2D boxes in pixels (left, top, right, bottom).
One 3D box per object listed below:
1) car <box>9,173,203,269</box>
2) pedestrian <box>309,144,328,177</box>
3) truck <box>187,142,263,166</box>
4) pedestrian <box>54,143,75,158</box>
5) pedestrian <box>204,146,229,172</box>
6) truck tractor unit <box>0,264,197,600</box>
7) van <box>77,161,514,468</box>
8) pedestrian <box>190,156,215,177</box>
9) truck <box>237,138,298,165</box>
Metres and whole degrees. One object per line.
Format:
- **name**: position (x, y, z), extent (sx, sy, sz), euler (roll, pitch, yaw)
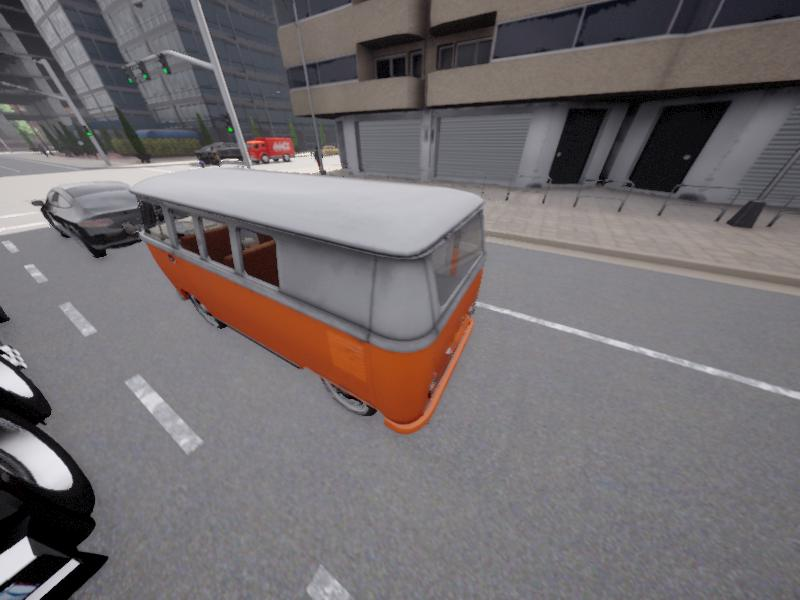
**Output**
- **car**: position (-7.849, -2.368, 6.194), extent (4.674, 1.442, 1.812), euler (18, 39, 24)
- **pedestrian**: position (-5.536, -9.538, 15.791), extent (0.751, 1.860, 0.751), euler (-2, 35, -2)
- **truck**: position (-19.911, -17.026, 26.758), extent (2.390, 2.098, 6.274), euler (19, 39, 25)
- **pedestrian**: position (-51.504, -22.997, 35.479), extent (0.751, 1.860, 0.751), euler (8, 36, 12)
- **pedestrian**: position (-15.697, -12.095, 19.813), extent (0.751, 1.860, 0.751), euler (10, 36, 15)
- **truck tractor unit**: position (-5.113, -0.299, 0.782), extent (6.516, 4.208, 3.053), euler (18, 39, 24)
- **van**: position (-1.339, -0.462, 2.935), extent (4.442, 1.987, 1.775), euler (18, 39, 24)
- **pedestrian**: position (-14.761, -10.023, 17.321), extent (0.751, 1.300, 0.751), euler (17, 39, 24)
- **truck**: position (-15.391, -17.619, 27.248), extent (2.627, 2.467, 5.204), euler (18, 39, 25)
